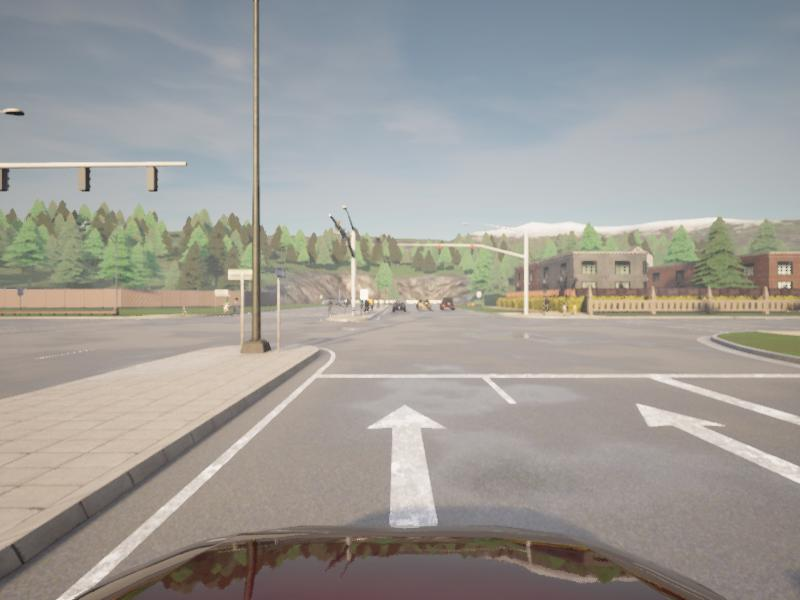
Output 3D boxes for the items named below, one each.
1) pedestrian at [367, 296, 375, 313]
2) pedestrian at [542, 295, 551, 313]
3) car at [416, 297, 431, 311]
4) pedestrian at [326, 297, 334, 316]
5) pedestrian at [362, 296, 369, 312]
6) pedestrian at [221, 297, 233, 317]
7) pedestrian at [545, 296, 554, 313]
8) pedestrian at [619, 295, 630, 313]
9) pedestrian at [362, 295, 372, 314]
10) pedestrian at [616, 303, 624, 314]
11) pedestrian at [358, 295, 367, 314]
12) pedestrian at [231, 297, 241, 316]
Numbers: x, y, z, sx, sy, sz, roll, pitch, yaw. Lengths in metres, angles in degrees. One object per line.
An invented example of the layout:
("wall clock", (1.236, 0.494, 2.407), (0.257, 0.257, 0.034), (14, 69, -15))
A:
("pedestrian", (-3.221, 0.452, 43.972), (0.751, 1.860, 0.751), (0, 0, -16))
("pedestrian", (15.328, 0.453, 41.821), (0.751, 1.860, 0.751), (0, 0, 38))
("car", (3.386, 0.603, 57.470), (1.932, 1.855, 4.605), (0, -1, 1))
("pedestrian", (-6.835, 0.645, 39.129), (0.751, 1.860, 0.751), (0, 0, -16))
("pedestrian", (-4.164, 0.449, 48.122), (0.751, 1.860, 0.751), (0, 0, -8))
("pedestrian", (-16.112, 0.609, 37.216), (0.751, 1.860, 0.751), (0, 0, 3))
("pedestrian", (16.208, 0.452, 43.377), (0.751, 1.860, 0.751), (0, 0, -3))
("pedestrian", (23.444, 0.453, 41.784), (0.751, 1.860, 0.751), (0, 0, -2))
("pedestrian", (-3.364, 0.454, 40.287), (0.751, 1.860, 0.751), (0, 0, -31))
("pedestrian", (22.468, 0.834, 40.888), (0.500, 1.100, 0.500), (0, 0, -12))
("pedestrian", (-3.700, 0.455, 39.604), (0.751, 1.860, 0.751), (0, 0, -23))
("pedestrian", (-15.887, 0.608, 38.811), (0.751, 1.860, 0.751), (0, 0, -8))
